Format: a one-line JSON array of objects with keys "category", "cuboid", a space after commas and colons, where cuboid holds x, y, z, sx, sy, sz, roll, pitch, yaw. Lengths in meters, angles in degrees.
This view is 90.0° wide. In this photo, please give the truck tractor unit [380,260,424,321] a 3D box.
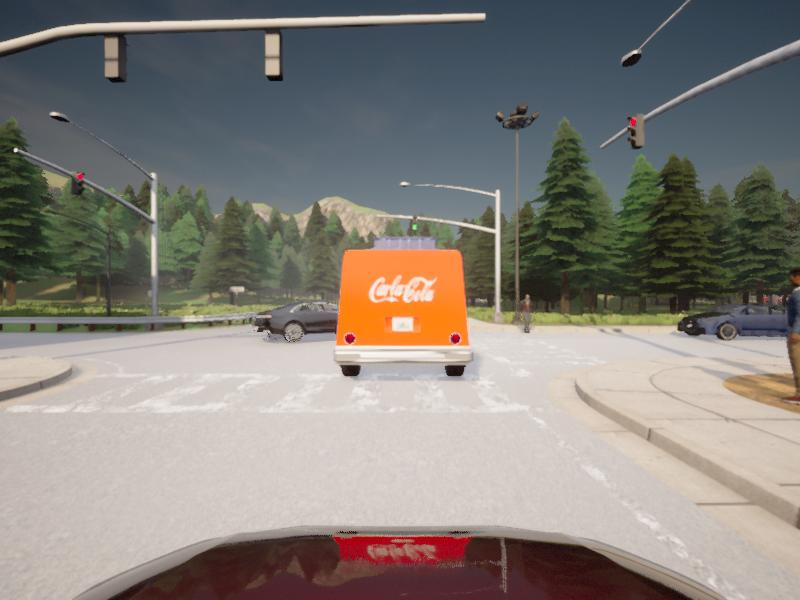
[{"category": "truck tractor unit", "cuboid": [0.186, -0.661, 31.106, 3.053, 4.208, 6.516, 0, 0, 1]}]

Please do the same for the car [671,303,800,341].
[{"category": "car", "cuboid": [13.582, 0.846, 15.970, 4.181, 1.385, 1.994, 0, 0, 1]}]

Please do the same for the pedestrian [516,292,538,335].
[{"category": "pedestrian", "cuboid": [5.640, 0.578, 17.813, 0.751, 1.860, 0.751, 0, 0, 1]}]

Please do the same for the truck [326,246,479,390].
[{"category": "truck", "cuboid": [0.066, 0.318, 9.469, 2.627, 2.467, 5.204, 0, 0, 0]}]

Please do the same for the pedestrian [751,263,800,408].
[{"category": "pedestrian", "cuboid": [5.424, 0.458, 5.409, 0.751, 1.860, 0.751, 0, 0, -19]}]

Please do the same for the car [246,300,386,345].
[{"category": "car", "cuboid": [-3.200, 0.802, 15.713, 4.902, 1.511, 2.128, 0, -3, -38]}]

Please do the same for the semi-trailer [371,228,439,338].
[{"category": "semi-trailer", "cuboid": [0.174, -0.721, 23.190, 2.717, 4.402, 14.254, 0, 0, 0]}]
